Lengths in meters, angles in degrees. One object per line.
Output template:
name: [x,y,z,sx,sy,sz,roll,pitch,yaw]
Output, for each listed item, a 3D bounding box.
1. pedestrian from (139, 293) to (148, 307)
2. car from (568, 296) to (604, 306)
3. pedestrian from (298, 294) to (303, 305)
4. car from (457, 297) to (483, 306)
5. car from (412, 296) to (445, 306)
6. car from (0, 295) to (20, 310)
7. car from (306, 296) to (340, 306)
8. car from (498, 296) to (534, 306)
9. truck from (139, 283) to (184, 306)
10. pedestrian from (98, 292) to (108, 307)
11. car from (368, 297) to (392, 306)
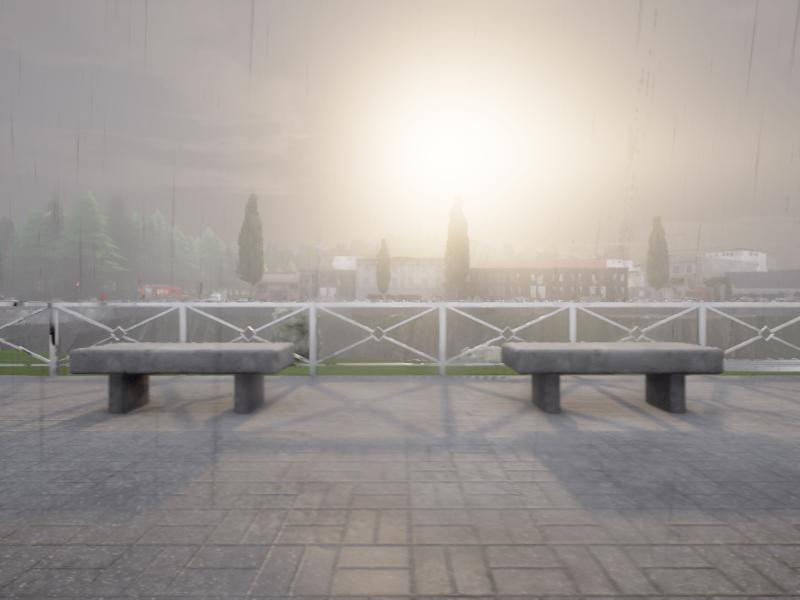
pedestrian: [-34.378,-0.059,53.599,0.751,1.860,0.751,0,0,-9]
car: [29.907,0.169,64.406,4.856,1.649,2.033,0,0,0]
pedestrian: [-16.490,-0.063,66.514,0.751,1.860,0.751,0,0,-10]
car: [11.289,0.256,64.373,3.806,1.475,1.970,0,0,0]
car: [4.524,0.174,64.364,5.238,1.638,1.930,0,0,0]
car: [-42.325,0.231,40.958,2.038,1.542,4.974,0,0,0]
car: [-12.404,0.185,64.332,5.027,1.651,2.152,0,0,0]
car: [18.646,0.173,64.385,5.238,1.638,1.930,0,0,0]
truck: [-42.356,-0.918,71.425,2.891,3.827,8.468,0,0,0]
pedestrian: [-37.349,-0.061,50.244,0.751,1.860,0.751,0,0,-7]
car: [-3.213,0.257,64.349,3.806,1.475,1.970,0,0,0]
